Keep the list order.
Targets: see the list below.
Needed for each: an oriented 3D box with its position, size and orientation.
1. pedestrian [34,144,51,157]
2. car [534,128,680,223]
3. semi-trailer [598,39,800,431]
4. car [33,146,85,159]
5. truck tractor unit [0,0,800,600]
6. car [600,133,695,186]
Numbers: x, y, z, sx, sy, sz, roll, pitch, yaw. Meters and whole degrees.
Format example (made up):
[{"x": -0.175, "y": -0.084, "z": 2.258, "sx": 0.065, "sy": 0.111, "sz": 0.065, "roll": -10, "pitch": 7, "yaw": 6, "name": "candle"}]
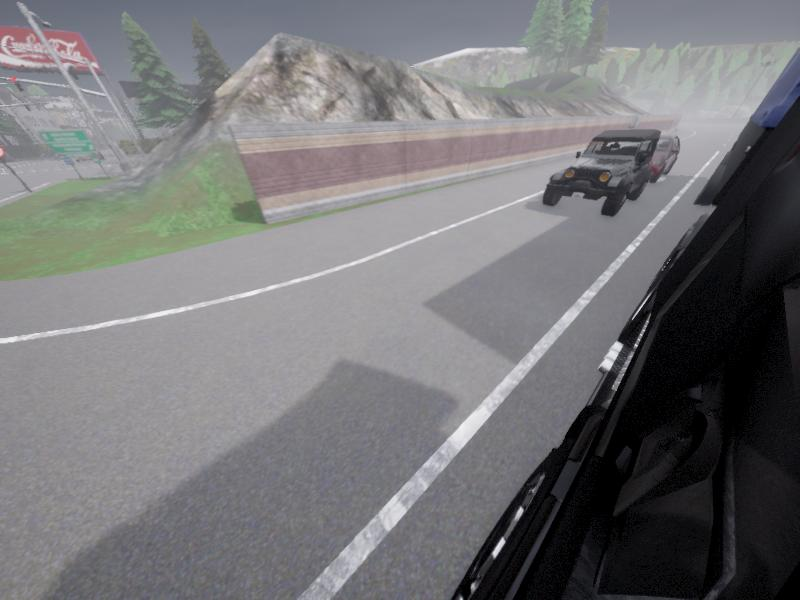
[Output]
[{"x": -63.084, "y": -26.476, "z": 40.801, "sx": 0.751, "sy": 1.860, "sz": 0.751, "roll": 24, "pitch": 44, "yaw": 31, "name": "pedestrian"}, {"x": 6.271, "y": -3.985, "z": 7.054, "sx": 3.866, "sy": 1.878, "sz": 1.905, "roll": -28, "pitch": 44, "yaw": -30, "name": "car"}, {"x": 8.676, "y": -3.602, "z": 4.274, "sx": 14.254, "sy": 4.402, "sz": 2.717, "roll": -28, "pitch": 44, "yaw": -30, "name": "semi-trailer"}, {"x": -59.416, "y": -25.893, "z": 40.447, "sx": 1.837, "sy": 1.490, "sz": 4.892, "roll": 4, "pitch": 38, "yaw": 4, "name": "car"}, {"x": 2.645, "y": -0.295, "z": 0.351, "sx": 6.516, "sy": 4.208, "sz": 3.053, "roll": -28, "pitch": 44, "yaw": -30, "name": "truck tractor unit"}, {"x": 10.790, "y": -6.241, "z": 10.098, "sx": 3.705, "sy": 1.549, "sz": 1.789, "roll": -28, "pitch": 43, "yaw": -30, "name": "car"}]
